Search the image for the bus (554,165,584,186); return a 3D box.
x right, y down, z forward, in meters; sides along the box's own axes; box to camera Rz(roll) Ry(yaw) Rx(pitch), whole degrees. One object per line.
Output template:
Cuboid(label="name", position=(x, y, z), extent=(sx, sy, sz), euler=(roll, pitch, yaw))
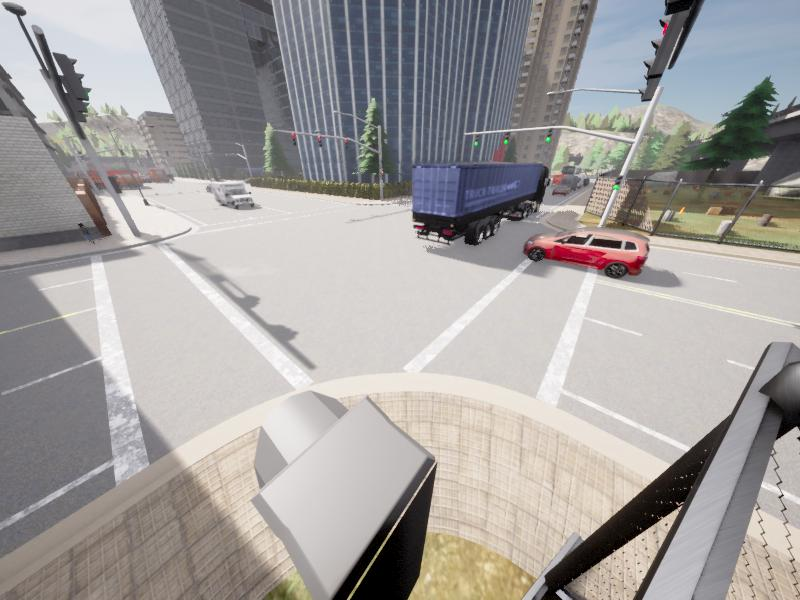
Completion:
Cuboid(label="bus", position=(43.263, -31.955, 58.997), extent=(3.944, 4.253, 10.273), euler=(23, 37, 34))

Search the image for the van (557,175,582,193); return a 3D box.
Cuboid(label="van", position=(30.940, -21.257, 42.174), extent=(1.988, 2.561, 5.915), euler=(25, 39, 37))

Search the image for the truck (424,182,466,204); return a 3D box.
Cuboid(label="truck", position=(5.983, -14.148, 30.305), extent=(2.390, 2.098, 6.274), euler=(23, 37, 34))

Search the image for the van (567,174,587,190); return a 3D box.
Cuboid(label="van", position=(36.526, -24.377, 47.580), extent=(1.988, 2.561, 5.915), euler=(23, 37, 34))

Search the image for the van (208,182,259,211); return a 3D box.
Cuboid(label="van", position=(-18.938, -11.898, 26.187), extent=(6.366, 2.431, 2.351), euler=(23, 37, 34))

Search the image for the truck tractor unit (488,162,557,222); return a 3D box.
Cuboid(label="truck tractor unit", position=(11.170, -10.003, 20.990), extent=(3.053, 4.208, 6.516), euler=(22, 37, 34))

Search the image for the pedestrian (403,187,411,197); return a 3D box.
Cuboid(label="pedestrian", position=(0.989, -15.341, 32.813), extent=(0.751, 1.300, 0.751), euler=(22, 37, 33))

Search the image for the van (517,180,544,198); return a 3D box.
Cuboid(label="van", position=(19.974, -17.021, 35.335), extent=(2.069, 2.038, 4.480), euler=(23, 37, 34))

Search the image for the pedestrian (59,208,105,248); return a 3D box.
Cuboid(label="pedestrian", position=(-17.015, -3.872, 12.388), extent=(0.751, 1.860, 0.751), euler=(21, 36, 32))

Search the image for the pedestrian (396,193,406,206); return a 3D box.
Cuboid(label="pedestrian", position=(0.115, -11.517, 26.536), extent=(0.751, 1.300, 0.751), euler=(23, 37, 34))

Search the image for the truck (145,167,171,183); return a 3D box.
Cuboid(label="truck", position=(-69.999, -36.109, 66.715), extent=(8.468, 3.827, 2.891), euler=(23, 37, 34))

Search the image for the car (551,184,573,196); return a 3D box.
Cuboid(label="car", position=(25.950, -17.573, 36.963), extent=(1.994, 1.385, 4.181), euler=(23, 37, 34))

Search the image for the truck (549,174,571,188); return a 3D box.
Cuboid(label="truck", position=(35.685, -26.575, 51.449), extent=(2.627, 2.467, 5.204), euler=(23, 37, 34))

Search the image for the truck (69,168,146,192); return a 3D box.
Cuboid(label="truck", position=(-56.849, -23.746, 45.303), extent=(2.891, 3.827, 8.468), euler=(22, 37, 33))

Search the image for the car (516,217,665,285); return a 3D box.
Cuboid(label="car", position=(8.320, -2.484, 10.618), extent=(4.611, 1.667, 2.242), euler=(23, 37, 33))

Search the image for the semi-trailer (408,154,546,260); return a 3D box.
Cuboid(label="semi-trailer", position=(6.087, -7.033, 15.696), extent=(2.717, 4.402, 14.254), euler=(23, 37, 34))
